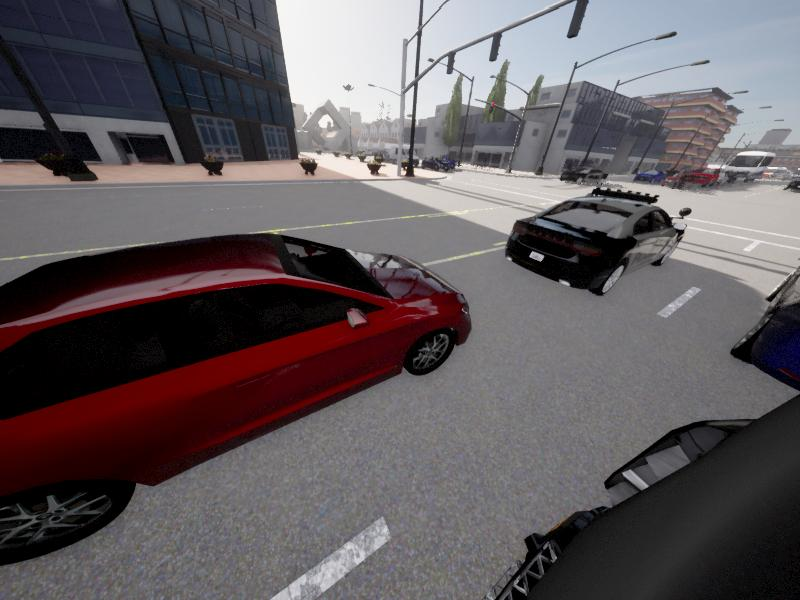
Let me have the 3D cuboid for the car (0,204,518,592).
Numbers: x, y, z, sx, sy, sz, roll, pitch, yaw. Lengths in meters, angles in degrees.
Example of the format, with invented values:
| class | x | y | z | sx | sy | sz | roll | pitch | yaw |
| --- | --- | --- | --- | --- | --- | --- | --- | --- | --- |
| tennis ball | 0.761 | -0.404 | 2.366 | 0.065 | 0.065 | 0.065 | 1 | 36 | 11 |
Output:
| class | x | y | z | sx | sy | sz | roll | pitch | yaw |
| --- | --- | --- | --- | --- | --- | --- | --- | --- | --- |
| car | -1.189 | 0.152 | 2.295 | 4.193 | 1.474 | 1.816 | -16 | 38 | -26 |

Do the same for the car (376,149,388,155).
| class | x | y | z | sx | sy | sz | roll | pitch | yaw |
| --- | --- | --- | --- | --- | --- | --- | --- | --- | --- |
| car | -6.449 | -52.491 | 81.905 | 1.837 | 1.490 | 4.892 | -19 | 39 | -30 |

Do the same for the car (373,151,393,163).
| class | x | y | z | sx | sy | sz | roll | pitch | yaw |
| --- | --- | --- | --- | --- | --- | --- | --- | --- | --- |
| car | -2.806 | -23.660 | 38.155 | 1.845 | 1.501 | 3.633 | -16 | 38 | -27 |

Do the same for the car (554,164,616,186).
| class | x | y | z | sx | sy | sz | roll | pitch | yaw |
| --- | --- | --- | --- | --- | --- | --- | --- | --- | --- |
| car | 18.777 | -12.740 | 23.516 | 5.238 | 1.638 | 1.930 | -8 | 35 | -17 |

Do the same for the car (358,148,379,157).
| class | x | y | z | sx | sy | sz | roll | pitch | yaw |
| --- | --- | --- | --- | --- | --- | --- | --- | --- | --- |
| car | -7.936 | -37.275 | 58.459 | 4.974 | 1.542 | 2.038 | -21 | 40 | -33 |

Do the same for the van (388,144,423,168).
| class | x | y | z | sx | sy | sz | roll | pitch | yaw |
| --- | --- | --- | --- | --- | --- | --- | --- | --- | --- |
| van | 0.622 | -20.772 | 33.158 | 1.988 | 2.561 | 5.915 | -15 | 38 | -26 |

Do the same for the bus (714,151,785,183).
| class | x | y | z | sx | sy | sz | roll | pitch | yaw |
| --- | --- | --- | --- | --- | --- | --- | --- | --- | --- |
| bus | 59.333 | -22.680 | 39.283 | 10.273 | 4.253 | 3.944 | -17 | 38 | -26 |

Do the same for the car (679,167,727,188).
| class | x | y | z | sx | sy | sz | roll | pitch | yaw |
| --- | --- | --- | --- | --- | --- | --- | --- | --- | --- |
| car | 38.872 | -15.783 | 29.657 | 5.566 | 2.045 | 2.150 | -16 | 38 | -26 |

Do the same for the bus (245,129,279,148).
| class | x | y | z | sx | sy | sz | roll | pitch | yaw |
| --- | --- | --- | --- | --- | --- | --- | --- | --- | --- |
| bus | -42.840 | -50.177 | 72.197 | 3.944 | 4.253 | 10.273 | 4 | 33 | 0 |

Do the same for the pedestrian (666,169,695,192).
| class | x | y | z | sx | sy | sz | roll | pitch | yaw |
| --- | --- | --- | --- | --- | --- | --- | --- | --- | --- |
| pedestrian | 27.132 | -11.599 | 22.348 | 0.751 | 1.860 | 0.751 | 8 | 33 | 7 |

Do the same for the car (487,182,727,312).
| class | x | y | z | sx | sy | sz | roll | pitch | yaw |
| --- | --- | --- | --- | --- | --- | --- | --- | --- | --- |
| car | 4.752 | -1.608 | 5.289 | 5.238 | 1.638 | 1.930 | -16 | 38 | -26 |

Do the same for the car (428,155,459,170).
| class | x | y | z | sx | sy | sz | roll | pitch | yaw |
| --- | --- | --- | --- | --- | --- | --- | --- | --- | --- |
| car | 5.849 | -18.915 | 31.815 | 1.816 | 1.474 | 4.193 | -15 | 38 | -26 |

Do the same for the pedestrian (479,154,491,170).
| class | x | y | z | sx | sy | sz | roll | pitch | yaw |
| --- | --- | --- | --- | --- | --- | --- | --- | --- | --- |
| pedestrian | 11.643 | -18.884 | 31.682 | 0.751 | 1.860 | 0.751 | -20 | 40 | -32 |

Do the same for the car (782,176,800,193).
| class | x | y | z | sx | sy | sz | roll | pitch | yaw |
| --- | --- | --- | --- | --- | --- | --- | --- | --- | --- |
| car | 51.498 | -14.759 | 29.503 | 5.008 | 1.535 | 1.882 | -17 | 38 | -26 |

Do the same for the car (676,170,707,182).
| class | x | y | z | sx | sy | sz | roll | pitch | yaw |
| --- | --- | --- | --- | --- | --- | --- | --- | --- | --- |
| car | 47.533 | -20.291 | 37.658 | 4.181 | 1.385 | 1.994 | -17 | 38 | -27 |

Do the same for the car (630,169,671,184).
| class | x | y | z | sx | sy | sz | roll | pitch | yaw |
| --- | --- | --- | --- | --- | --- | --- | --- | --- | --- |
| car | 32.374 | -15.983 | 29.839 | 5.008 | 1.535 | 1.882 | -16 | 38 | -27 |

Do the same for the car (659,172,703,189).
| class | x | y | z | sx | sy | sz | roll | pitch | yaw |
| --- | --- | --- | --- | --- | --- | --- | --- | --- | --- |
| car | 31.773 | -13.531 | 26.136 | 4.674 | 1.442 | 1.812 | -16 | 38 | -26 |

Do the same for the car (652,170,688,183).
| class | x | y | z | sx | sy | sz | roll | pitch | yaw |
| --- | --- | --- | --- | --- | --- | --- | --- | --- | --- |
| car | 38.824 | -17.781 | 33.179 | 4.892 | 1.490 | 1.837 | -16 | 38 | -26 |

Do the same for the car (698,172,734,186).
| class | x | y | z | sx | sy | sz | roll | pitch | yaw |
| --- | --- | --- | --- | --- | --- | --- | --- | --- | --- |
| car | 45.348 | -17.414 | 33.145 | 4.674 | 1.442 | 1.812 | -16 | 38 | -26 |

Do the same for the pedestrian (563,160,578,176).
| class | x | y | z | sx | sy | sz | roll | pitch | yaw |
| --- | --- | --- | --- | --- | --- | --- | --- | --- | --- |
| pedestrian | 22.901 | -17.781 | 31.114 | 0.751 | 1.860 | 0.751 | -13 | 37 | -23 |

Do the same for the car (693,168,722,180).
| class | x | y | z | sx | sy | sz | roll | pitch | yaw |
| --- | --- | --- | --- | --- | --- | --- | --- | --- | --- |
| car | 55.238 | -22.679 | 41.479 | 5.008 | 1.535 | 1.882 | -17 | 38 | -26 |

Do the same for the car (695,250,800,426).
| class | x | y | z | sx | sy | sz | roll | pitch | yaw |
| --- | --- | --- | --- | --- | --- | --- | --- | --- | --- |
| car | 6.340 | 0.235 | 2.776 | 4.792 | 1.488 | 2.163 | -16 | 38 | -26 |

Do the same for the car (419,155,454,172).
| class | x | y | z | sx | sy | sz | roll | pitch | yaw |
| --- | --- | --- | --- | --- | --- | --- | --- | --- | --- |
| car | 4.321 | -16.609 | 28.135 | 1.816 | 1.474 | 4.193 | -15 | 38 | -26 |

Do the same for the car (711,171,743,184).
| class | x | y | z | sx | sy | sz | roll | pitch | yaw |
| --- | --- | --- | --- | --- | --- | --- | --- | --- | --- |
| car | 50.677 | -19.007 | 35.837 | 4.193 | 1.474 | 1.816 | -17 | 38 | -26 |
